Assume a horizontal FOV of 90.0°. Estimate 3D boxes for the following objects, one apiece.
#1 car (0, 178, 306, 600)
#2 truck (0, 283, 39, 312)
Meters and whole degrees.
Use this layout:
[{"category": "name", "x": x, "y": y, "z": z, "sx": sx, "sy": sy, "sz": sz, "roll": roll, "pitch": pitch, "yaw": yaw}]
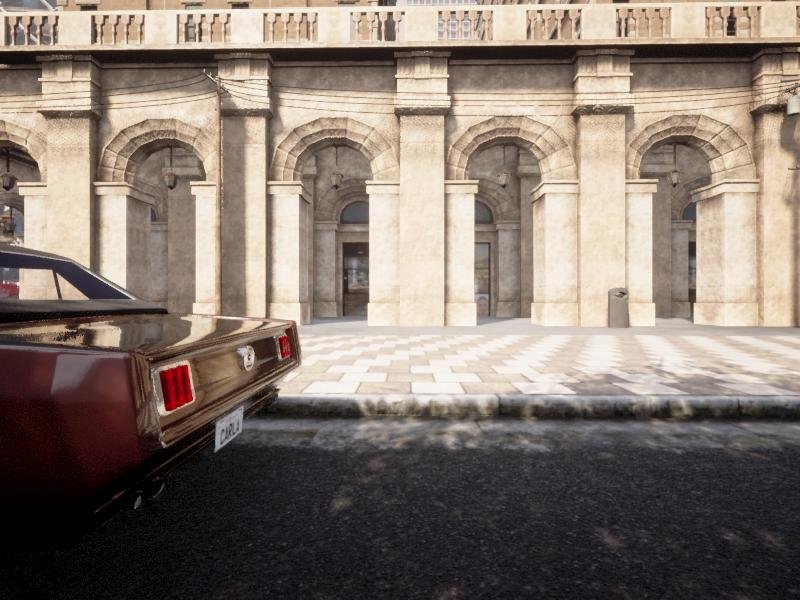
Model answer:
[{"category": "car", "x": -3.058, "y": 0.338, "z": 2.008, "sx": 4.718, "sy": 1.301, "sz": 1.895, "roll": 0, "pitch": 0, "yaw": 1}, {"category": "truck", "x": -35.939, "y": -0.235, "z": 35.738, "sx": 2.627, "sy": 2.467, "sz": 5.204, "roll": 0, "pitch": 1, "yaw": 1}]
